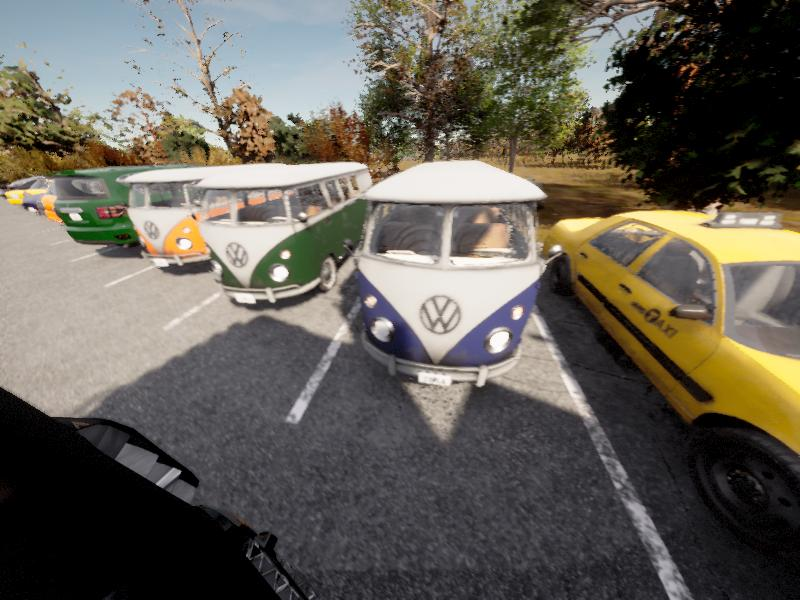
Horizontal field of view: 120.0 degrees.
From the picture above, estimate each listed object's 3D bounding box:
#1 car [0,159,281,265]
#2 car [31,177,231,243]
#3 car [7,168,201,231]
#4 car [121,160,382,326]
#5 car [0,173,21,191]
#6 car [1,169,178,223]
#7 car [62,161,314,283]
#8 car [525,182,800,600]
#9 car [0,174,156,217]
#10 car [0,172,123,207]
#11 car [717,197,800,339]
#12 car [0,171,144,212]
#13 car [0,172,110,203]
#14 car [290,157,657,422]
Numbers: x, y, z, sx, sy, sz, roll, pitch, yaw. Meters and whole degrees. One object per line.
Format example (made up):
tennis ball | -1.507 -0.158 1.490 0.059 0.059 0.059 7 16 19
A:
car | -7.021 -3.282 7.598 2.435 2.045 5.566 4 33 10
car | -9.584 -3.761 9.033 2.002 1.452 4.674 4 33 9
car | -12.176 -4.622 10.218 2.185 1.767 4.553 4 33 10
car | -1.892 -1.705 4.892 1.878 1.987 4.442 4 33 9
car | -46.657 -13.489 26.466 1.851 1.617 3.988 -25 39 -29
car | -14.730 -5.395 11.569 2.185 1.767 4.553 4 33 9
car | -4.467 -2.443 6.190 1.878 1.987 4.442 4 33 9
car | 3.251 -0.004 2.356 1.946 1.575 5.366 4 33 9
car | -17.664 -6.076 13.088 2.163 1.488 4.792 4 33 9
car | -23.531 -7.800 16.062 2.231 1.521 4.892 4 33 10
car | 5.859 0.645 1.254 2.163 1.488 4.792 4 33 10
car | -20.569 -7.063 14.733 1.946 1.575 5.366 4 33 10
car | -26.458 -8.652 17.555 2.231 1.521 4.892 4 33 9
car | 0.685 -0.967 3.593 1.878 1.987 4.442 4 33 9
